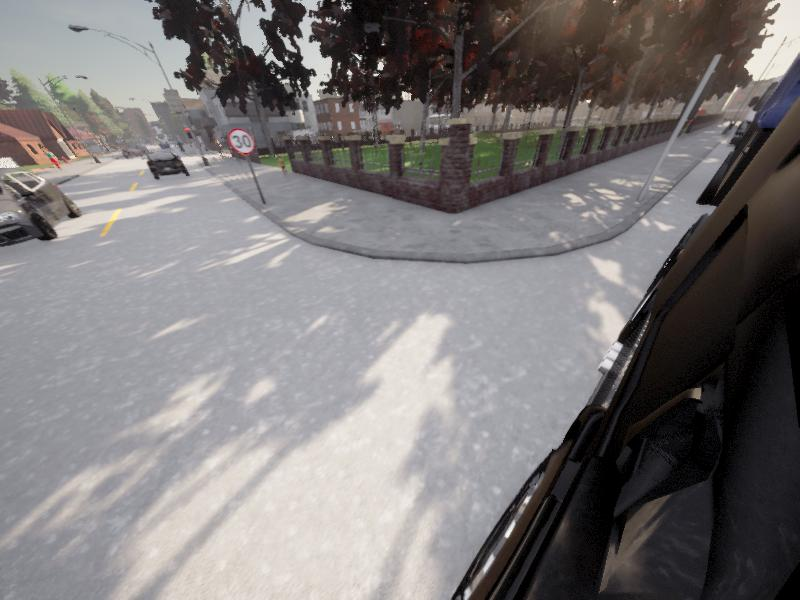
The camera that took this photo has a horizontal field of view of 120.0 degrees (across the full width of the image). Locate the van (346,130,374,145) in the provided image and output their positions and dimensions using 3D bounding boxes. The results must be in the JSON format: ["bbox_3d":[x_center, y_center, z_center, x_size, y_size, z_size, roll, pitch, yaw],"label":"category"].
[{"bbox_3d":[-7.151,-29.435,41.791,4.442,1.987,1.775,-30,44,-31],"label":"van"}]

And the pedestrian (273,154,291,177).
[{"bbox_3d":[-6.838,-7.853,13.459,0.500,1.100,0.500,-28,44,-30],"label":"pedestrian"}]

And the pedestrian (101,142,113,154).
[{"bbox_3d":[-59.697,-30.948,47.062,0.751,1.860,0.751,-31,45,-32],"label":"pedestrian"}]

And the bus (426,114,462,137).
[{"bbox_3d":[10.622,-43.676,57.674,3.944,4.253,10.273,-12,39,-15],"label":"bus"}]

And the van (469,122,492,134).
[{"bbox_3d":[20.862,-44.590,59.883,6.366,2.431,2.351,-30,44,-32],"label":"van"}]

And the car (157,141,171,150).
[{"bbox_3d":[-58.316,-38.232,57.191,1.882,1.535,5.008,-28,44,-30],"label":"car"}]

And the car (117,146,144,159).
[{"bbox_3d":[-40.381,-22.208,34.774,1.994,1.385,4.181,-28,44,-30],"label":"car"}]

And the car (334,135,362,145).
[{"bbox_3d":[-9.970,-30.730,44.279,4.718,1.301,1.895,-26,43,-28],"label":"car"}]

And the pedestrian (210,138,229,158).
[{"bbox_3d":[-21.133,-17.822,27.059,0.751,1.860,0.751,15,40,22],"label":"pedestrian"}]

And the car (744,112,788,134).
[{"bbox_3d":[41.450,-20.077,26.260,3.866,1.878,1.905,-28,44,-30],"label":"car"}]

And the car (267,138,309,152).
[{"bbox_3d":[-17.223,-24.069,35.760,5.357,1.411,2.033,-27,43,-29],"label":"car"}]

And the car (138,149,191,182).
[{"bbox_3d":[-16.481,-9.604,16.263,1.882,1.535,5.008,-28,44,-30],"label":"car"}]

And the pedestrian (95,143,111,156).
[{"bbox_3d":[-53.243,-27.066,41.463,0.751,1.860,0.751,-18,39,-19],"label":"pedestrian"}]

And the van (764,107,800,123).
[{"bbox_3d":[85.468,-41.101,51.330,1.988,2.561,5.915,16,41,23],"label":"van"}]

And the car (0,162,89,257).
[{"bbox_3d":[-11.643,-2.659,6.556,2.242,1.667,4.611,-28,44,-29],"label":"car"}]

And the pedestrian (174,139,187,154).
[{"bbox_3d":[-35.007,-24.466,36.845,0.751,1.860,0.751,-21,41,-23],"label":"pedestrian"}]

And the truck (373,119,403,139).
[{"bbox_3d":[-3.135,-43.618,58.951,2.891,3.827,8.468,-28,44,-30],"label":"truck"}]

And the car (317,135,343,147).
[{"bbox_3d":[-11.790,-26.832,38.991,3.633,1.501,1.845,-29,44,-31],"label":"car"}]

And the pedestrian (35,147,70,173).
[{"bbox_3d":[-30.377,-12.272,20.232,0.751,1.860,0.751,-27,43,-29],"label":"pedestrian"}]

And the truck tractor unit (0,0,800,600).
[{"bbox_3d":[2.645,-0.295,0.351,6.516,4.208,3.053,-28,44,-30],"label":"truck tractor unit"}]

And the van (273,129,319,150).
[{"bbox_3d":[-17.519,-27.375,39.333,6.366,2.431,2.351,-28,44,-30],"label":"van"}]

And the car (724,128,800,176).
[{"bbox_3d":[17.591,-7.121,10.888,5.357,1.411,2.033,-28,44,-30],"label":"car"}]

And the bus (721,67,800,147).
[{"bbox_3d":[30.351,-15.011,18.241,10.273,4.253,3.944,-27,43,-30],"label":"bus"}]

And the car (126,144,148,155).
[{"bbox_3d":[-49.143,-28.207,43.256,2.163,1.488,4.792,-28,44,-30],"label":"car"}]

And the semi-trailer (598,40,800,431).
[{"bbox_3d":[8.693,-3.608,4.234,14.254,4.402,2.717,-28,44,-30],"label":"semi-trailer"}]

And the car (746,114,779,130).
[{"bbox_3d":[52.642,-25.963,33.618,5.238,1.638,1.930,-28,44,-30],"label":"car"}]
